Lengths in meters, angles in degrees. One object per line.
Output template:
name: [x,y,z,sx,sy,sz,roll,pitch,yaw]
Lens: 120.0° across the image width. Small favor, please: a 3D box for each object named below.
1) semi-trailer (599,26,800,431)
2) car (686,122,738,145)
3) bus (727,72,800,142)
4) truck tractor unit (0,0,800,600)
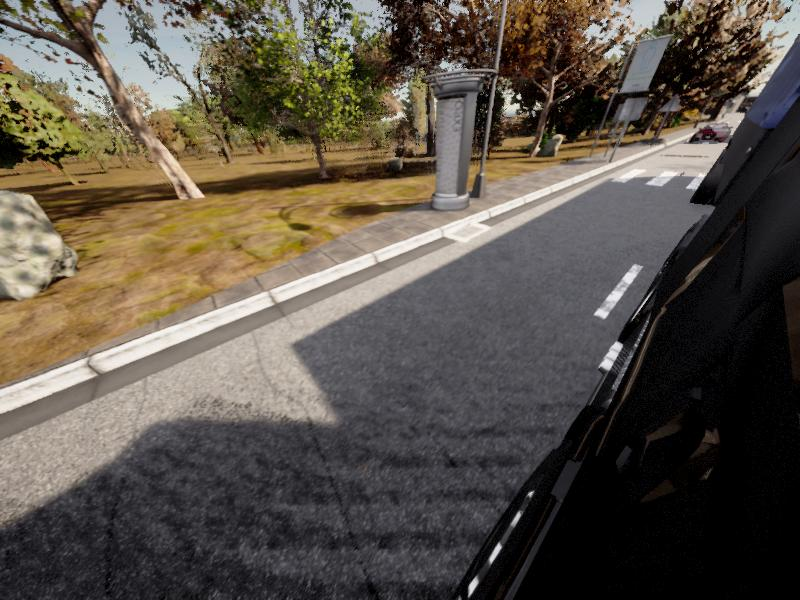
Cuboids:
semi-trailer: [8.617,-3.666,4.296,14.254,4.402,2.717,-29,44,-30]
car: [26.867,-14.359,19.887,4.181,1.385,1.994,-28,44,-30]
bus: [33.911,-16.862,20.344,10.273,4.253,3.944,-28,44,-30]
truck tractor unit: [2.645,-0.295,0.351,6.516,4.208,3.053,-28,44,-30]
